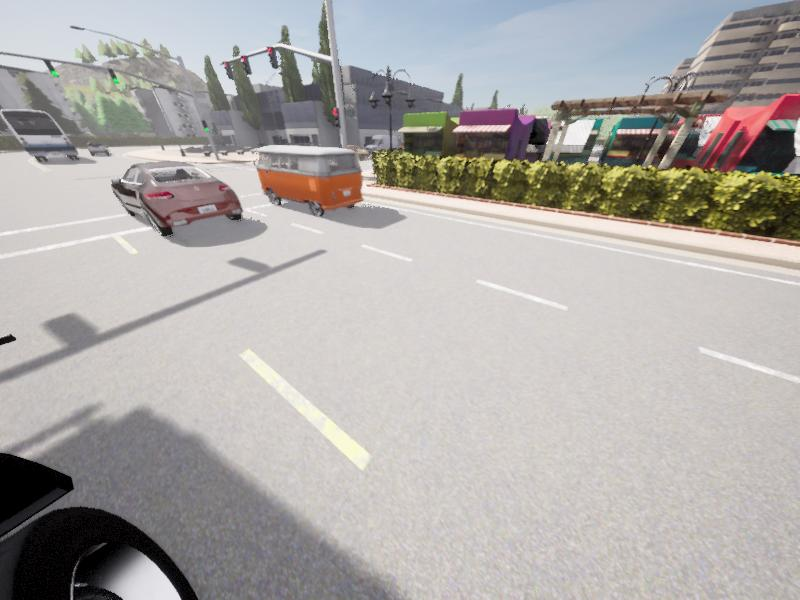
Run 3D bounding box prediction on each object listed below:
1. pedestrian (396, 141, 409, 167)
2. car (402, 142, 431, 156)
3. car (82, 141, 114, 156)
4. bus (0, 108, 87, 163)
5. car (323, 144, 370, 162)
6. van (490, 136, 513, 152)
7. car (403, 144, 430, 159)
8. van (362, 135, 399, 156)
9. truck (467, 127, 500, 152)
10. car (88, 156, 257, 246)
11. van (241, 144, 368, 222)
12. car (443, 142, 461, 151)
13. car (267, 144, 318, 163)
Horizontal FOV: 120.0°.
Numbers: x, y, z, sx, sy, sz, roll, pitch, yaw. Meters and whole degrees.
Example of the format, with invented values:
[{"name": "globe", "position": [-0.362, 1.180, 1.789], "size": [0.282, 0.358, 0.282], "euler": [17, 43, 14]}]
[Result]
[{"name": "pedestrian", "position": [0.184, -12.231, 19.358], "size": [0.751, 1.860, 0.751], "euler": [22, 41, 28]}, {"name": "car", "position": [2.677, -23.854, 36.433], "size": [1.801, 1.575, 5.366], "euler": [24, 41, 29]}, {"name": "car", "position": [-42.701, -21.535, 32.739], "size": [1.851, 1.617, 3.988], "euler": [-27, 43, -33]}, {"name": "bus", "position": [-39.721, -18.044, 25.510], "size": [10.273, 4.253, 3.944], "euler": [24, 42, 30]}, {"name": "car", "position": [-6.047, -17.208, 26.922], "size": [1.801, 1.575, 5.366], "euler": [24, 42, 30]}, {"name": "van", "position": [19.966, -30.633, 45.365], "size": [1.988, 2.561, 5.915], "euler": [23, 41, 29]}, {"name": "car", "position": [2.196, -20.125, 31.179], "size": [1.845, 1.501, 3.633], "euler": [24, 42, 29]}, {"name": "van", "position": [-2.777, -23.457, 34.990], "size": [1.988, 2.561, 5.915], "euler": [24, 41, 29]}, {"name": "truck", "position": [16.741, -32.047, 46.232], "size": [2.891, 3.827, 8.468], "euler": [23, 41, 29]}, {"name": "car", "position": [-7.164, -3.400, 7.272], "size": [5.027, 1.651, 2.152], "euler": [23, 41, 28]}, {"name": "van", "position": [-3.510, -4.504, 8.554], "size": [4.442, 1.987, 1.775], "euler": [23, 41, 28]}, {"name": "car", "position": [11.511, -33.842, 50.804], "size": [1.812, 1.442, 4.674], "euler": [24, 41, 29]}, {"name": "car", "position": [-11.749, -16.210, 25.505], "size": [2.007, 1.525, 4.514], "euler": [24, 42, 30]}]
